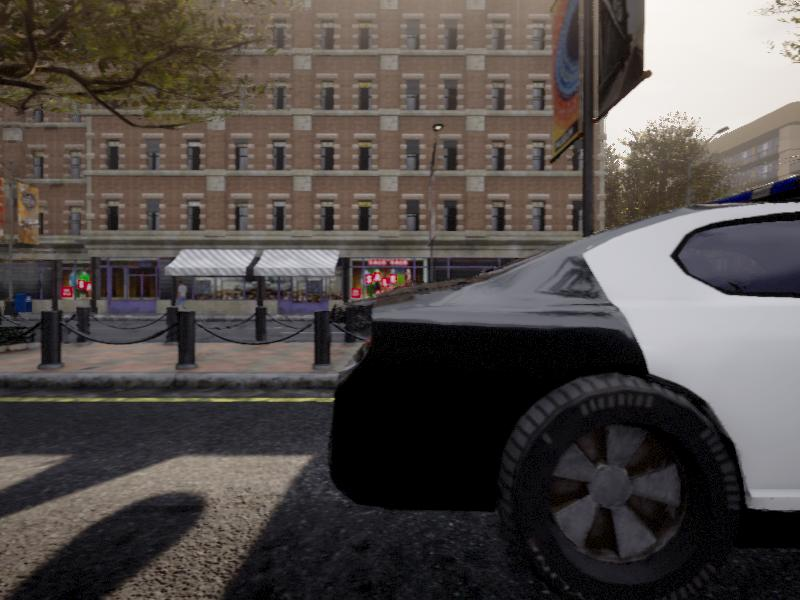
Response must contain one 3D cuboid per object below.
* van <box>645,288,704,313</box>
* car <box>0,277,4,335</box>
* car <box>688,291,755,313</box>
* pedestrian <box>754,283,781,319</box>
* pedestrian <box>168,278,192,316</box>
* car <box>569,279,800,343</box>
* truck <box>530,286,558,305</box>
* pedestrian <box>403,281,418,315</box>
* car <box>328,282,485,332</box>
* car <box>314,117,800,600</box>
[{"bbox_3d":[23.836,0.006,35.012,2.069,2.038,4.480,0,0,0],"label":"van"},{"bbox_3d":[-13.751,0.155,10.377,4.856,1.649,2.033,0,0,-2],"label":"car"},{"bbox_3d":[27.341,0.135,34.228,2.097,1.767,4.553,0,0,0],"label":"car"},{"bbox_3d":[19.586,0.066,21.348,0.751,1.860,0.751,0,0,-1],"label":"pedestrian"},{"bbox_3d":[-11.064,-0.133,20.144,0.751,1.860,0.751,0,0,10],"label":"pedestrian"},{"bbox_3d":[7.140,0.254,10.182,4.892,1.490,1.837,0,0,0],"label":"car"},{"bbox_3d":[30.599,-0.879,85.608,2.891,3.827,8.468,0,0,0],"label":"truck"},{"bbox_3d":[0.594,-0.115,22.123,0.751,1.860,0.751,0,0,9],"label":"pedestrian"},{"bbox_3d":[0.197,0.228,13.701,4.974,1.542,2.038,0,0,0],"label":"car"},{"bbox_3d":[2.234,0.232,2.196,4.974,1.542,2.038,0,0,0],"label":"car"}]
